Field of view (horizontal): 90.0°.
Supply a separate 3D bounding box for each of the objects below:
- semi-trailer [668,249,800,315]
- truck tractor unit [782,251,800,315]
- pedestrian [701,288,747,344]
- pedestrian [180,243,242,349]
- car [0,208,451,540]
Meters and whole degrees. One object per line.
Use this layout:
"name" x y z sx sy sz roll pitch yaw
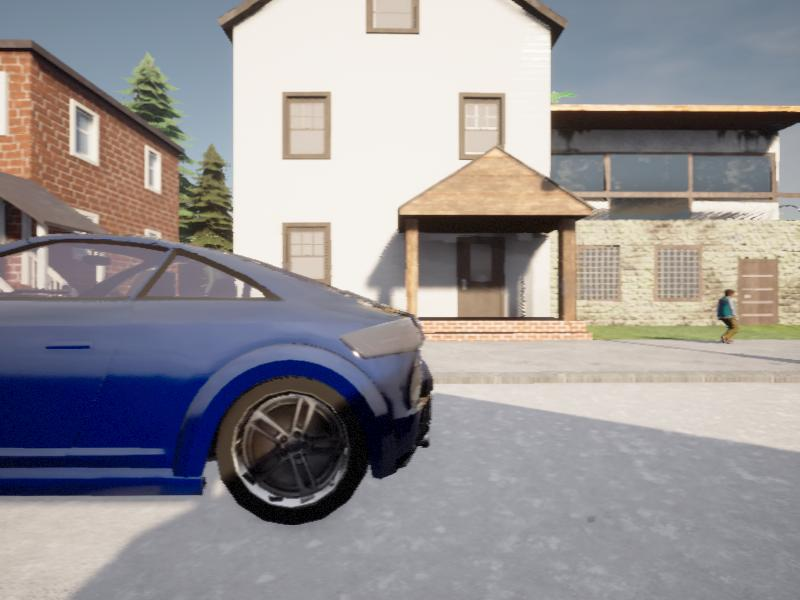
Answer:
"semi-trailer" 28.060 -1.235 32.578 2.717 4.402 14.254 0 0 -1
"truck tractor unit" 28.219 -1.136 24.666 3.053 4.208 6.516 0 0 -2
"pedestrian" 6.484 0.309 8.019 0.500 1.100 0.500 0 0 -3
"pedestrian" -3.478 -0.064 7.422 0.751 1.860 0.751 0 0 6
"car" -1.880 0.309 2.666 4.181 1.385 1.994 0 0 0
